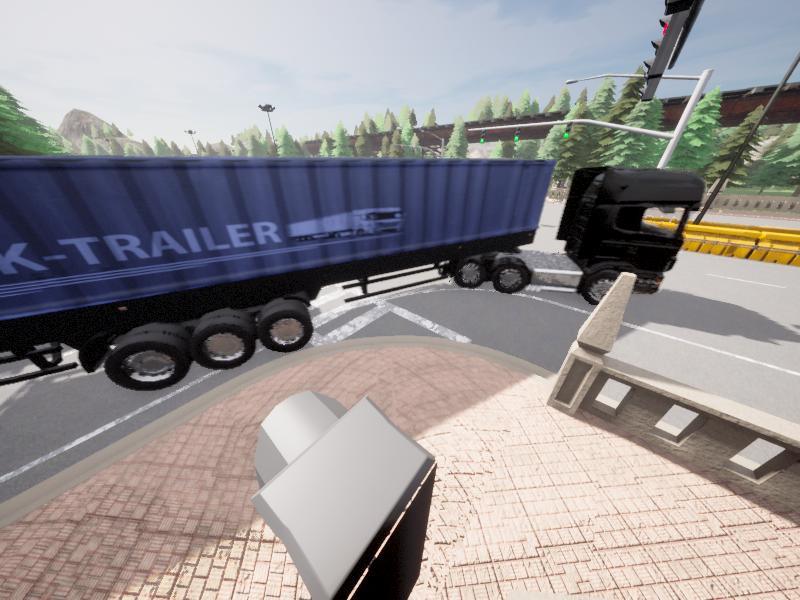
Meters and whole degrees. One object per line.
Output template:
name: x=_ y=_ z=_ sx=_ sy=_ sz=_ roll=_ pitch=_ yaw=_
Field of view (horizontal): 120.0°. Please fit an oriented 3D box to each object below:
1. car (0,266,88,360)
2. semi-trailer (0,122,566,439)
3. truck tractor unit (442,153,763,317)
car: x=-10.514 y=0.665 z=5.326 sx=1.845 sy=1.501 sz=3.633 roll=22 pitch=37 yaw=33
semi-trailer: x=-2.040 y=-1.522 z=6.191 sx=14.254 sy=4.402 sz=2.717 roll=-14 pitch=32 yaw=-23
truck tractor unit: x=5.158 y=-2.509 z=8.111 sx=6.516 sy=4.208 sz=3.053 roll=9 pitch=30 yaw=15
